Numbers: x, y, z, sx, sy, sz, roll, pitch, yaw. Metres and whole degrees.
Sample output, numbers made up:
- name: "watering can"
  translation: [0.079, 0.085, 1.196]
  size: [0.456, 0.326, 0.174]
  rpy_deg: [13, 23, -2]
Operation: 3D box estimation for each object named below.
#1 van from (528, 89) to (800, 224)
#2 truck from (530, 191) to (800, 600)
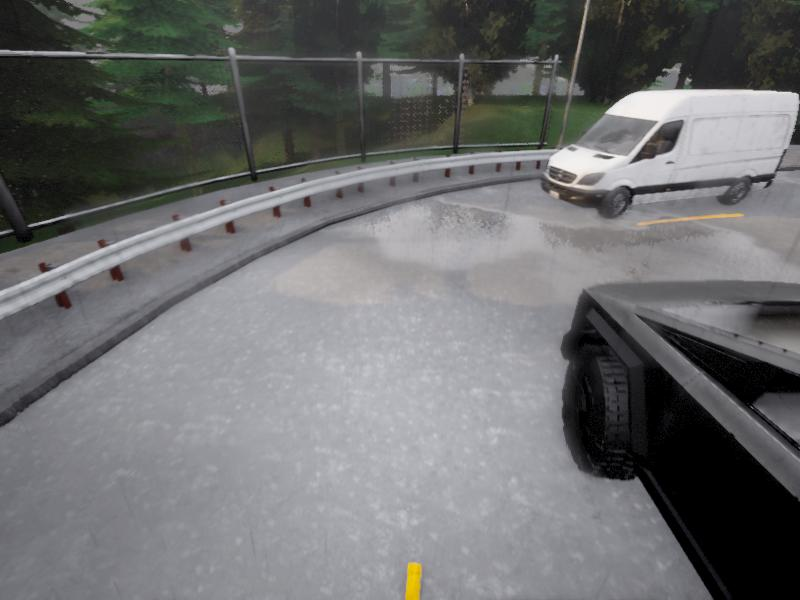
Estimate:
- name: "van"
  translation: [6.515, -3.704, 9.879]
  size: [5.915, 2.561, 1.988]
  rpy_deg: [-8, 31, -14]
- name: "truck"
  translation: [2.759, 1.562, 1.285]
  size: [2.390, 2.098, 6.274]
  rpy_deg: [-1, 31, -2]
